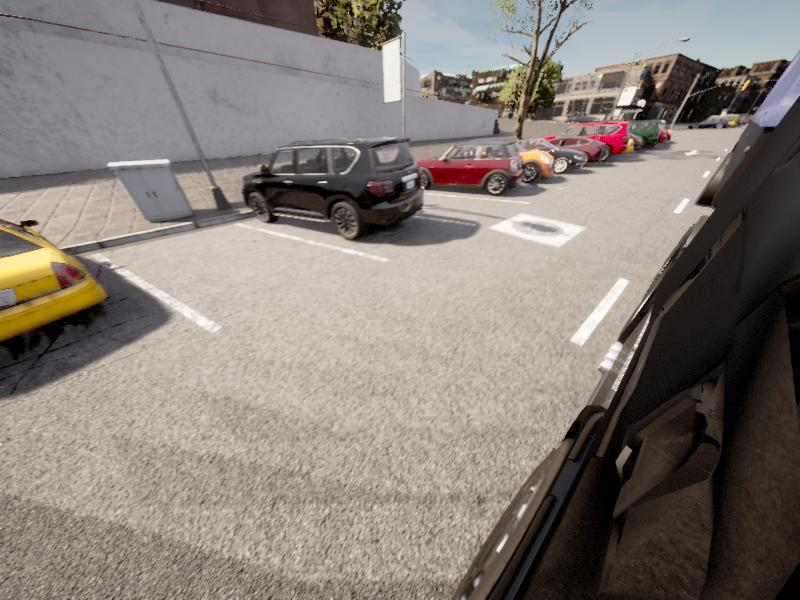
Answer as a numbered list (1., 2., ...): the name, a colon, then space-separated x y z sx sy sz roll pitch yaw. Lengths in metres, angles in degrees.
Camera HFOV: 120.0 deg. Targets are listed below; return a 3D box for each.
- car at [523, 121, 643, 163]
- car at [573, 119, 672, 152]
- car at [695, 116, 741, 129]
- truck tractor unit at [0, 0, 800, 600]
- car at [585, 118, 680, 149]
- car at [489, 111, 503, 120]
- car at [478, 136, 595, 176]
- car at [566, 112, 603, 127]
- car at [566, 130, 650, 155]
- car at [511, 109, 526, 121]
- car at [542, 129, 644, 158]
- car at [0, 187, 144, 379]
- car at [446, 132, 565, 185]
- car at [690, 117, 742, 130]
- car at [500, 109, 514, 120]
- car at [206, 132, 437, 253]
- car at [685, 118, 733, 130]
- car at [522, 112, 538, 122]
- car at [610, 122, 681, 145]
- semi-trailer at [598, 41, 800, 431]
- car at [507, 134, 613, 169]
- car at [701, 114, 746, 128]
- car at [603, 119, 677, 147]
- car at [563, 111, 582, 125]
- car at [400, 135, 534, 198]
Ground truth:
1. car: 11.696 -10.480 15.394 5.566 2.045 2.435 17 41 25
2. car: 18.612 -14.096 19.904 5.566 2.045 2.435 17 41 25
3. car: 60.991 -34.123 44.408 4.553 1.767 2.185 21 42 30
4. truck tractor unit: 2.645 -0.295 0.351 6.516 4.208 3.053 -28 44 -30
5. car: 20.982 -15.287 21.384 5.566 2.045 2.435 17 40 25
6. car: 24.835 -47.570 59.442 1.946 1.575 5.366 22 42 21
7. car: 7.133 -7.857 12.528 4.892 1.521 2.231 17 40 25
8. car: 32.863 -32.335 41.286 1.932 1.855 4.605 -26 48 -31
9. car: 16.342 -12.647 18.559 4.674 1.452 2.002 17 41 25
10. car: 28.547 -44.471 55.608 1.878 1.987 4.442 23 42 21
11. car: 13.872 -11.528 17.113 5.366 1.575 1.946 17 41 25
12. car: -6.810 -0.615 3.595 5.366 1.575 1.946 17 41 25
13. car: 4.807 -6.756 10.960 4.553 1.767 2.185 17 40 25
14. car: 58.676 -32.876 43.057 5.366 1.575 1.946 21 42 29
15. car: 26.621 -46.028 57.350 1.878 1.987 4.442 23 42 21
16. car: -2.093 -3.209 6.373 5.566 2.045 2.435 17 41 25
17. car: 55.973 -31.916 41.987 4.792 1.488 2.163 21 42 29
18. car: 30.503 -42.801 54.089 2.231 1.521 4.892 23 42 22
19. car: 25.647 -17.567 24.424 4.553 1.767 2.185 18 41 26
20. semi-trailer: 8.692 -3.589 4.265 14.254 4.402 2.717 -28 44 -30
21. car: 9.407 -9.045 14.053 4.792 1.488 2.163 17 41 25
22. car: 63.612 -35.229 45.579 4.442 1.987 1.878 21 42 30
23. car: 23.381 -16.438 22.851 4.442 1.987 1.878 17 40 26
24. car: 36.296 -38.351 48.734 2.435 2.045 5.566 23 42 22
25. car: 2.562 -5.524 9.425 4.553 1.767 2.185 17 41 25
